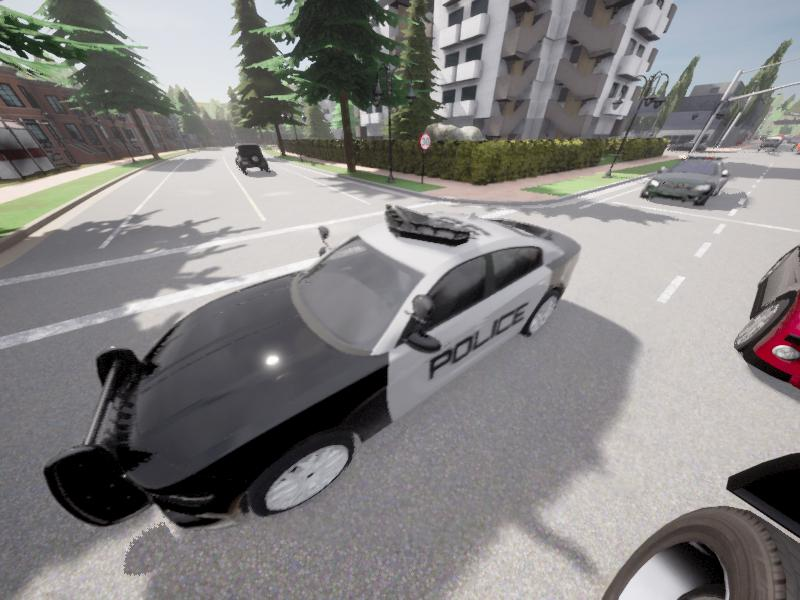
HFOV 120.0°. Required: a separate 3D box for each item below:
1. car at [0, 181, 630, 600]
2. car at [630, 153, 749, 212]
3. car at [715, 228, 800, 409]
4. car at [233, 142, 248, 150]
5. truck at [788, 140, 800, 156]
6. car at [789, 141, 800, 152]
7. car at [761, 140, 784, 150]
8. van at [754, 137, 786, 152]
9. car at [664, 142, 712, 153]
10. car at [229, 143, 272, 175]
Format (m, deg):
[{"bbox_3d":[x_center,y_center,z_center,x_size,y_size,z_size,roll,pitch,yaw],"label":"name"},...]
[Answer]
[{"bbox_3d":[0.076,-0.106,2.641,5.238,1.638,1.930,-22,41,-29],"label":"car"},{"bbox_3d":[12.411,-5.200,9.879,4.974,1.542,2.038,-23,41,-28],"label":"car"},{"bbox_3d":[5.839,0.058,2.531,3.806,1.475,1.970,-22,41,-28],"label":"car"},{"bbox_3d":[-36.667,-35.515,53.312,2.033,1.411,5.357,-15,38,-20],"label":"car"},{"bbox_3d":[55.681,-20.197,30.060,2.627,2.467,5.204,16,38,22],"label":"truck"},{"bbox_3d":[66.677,-25.295,38.087,4.792,1.488,2.163,-23,41,-28],"label":"car"},{"bbox_3d":[73.627,-30.708,45.644,3.705,1.549,1.789,-23,41,-28],"label":"car"},{"bbox_3d":[62.737,-26.363,39.146,4.480,2.038,2.069,-23,41,-28],"label":"van"},{"bbox_3d":[47.214,-25.121,38.003,1.812,1.442,4.674,-25,42,-31],"label":"car"},{"bbox_3d":[-11.663,-11.050,17.979,1.905,1.878,3.866,-22,41,-28],"label":"car"}]
